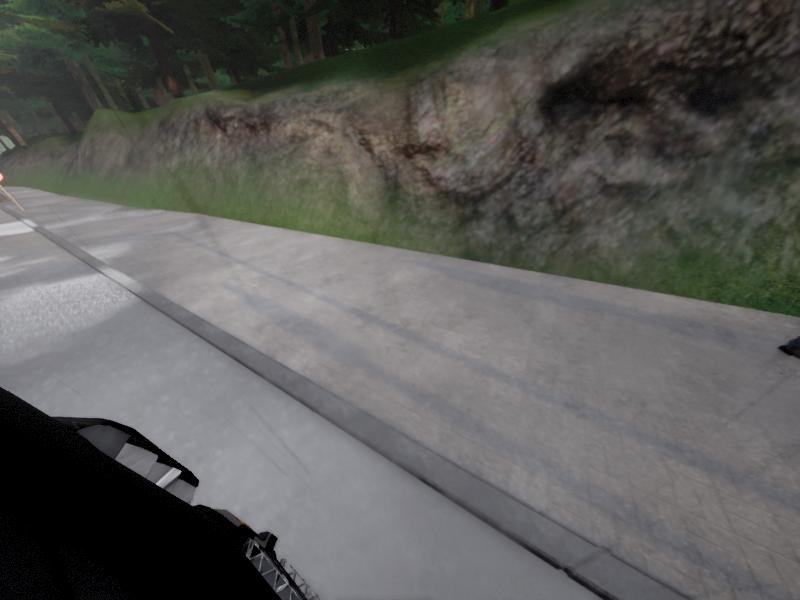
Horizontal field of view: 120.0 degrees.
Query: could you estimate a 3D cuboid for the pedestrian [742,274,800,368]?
[{"bbox_3d":[4.484,-0.159,1.969,0.751,1.860,0.751,4,34,10],"label":"pedestrian"}]
